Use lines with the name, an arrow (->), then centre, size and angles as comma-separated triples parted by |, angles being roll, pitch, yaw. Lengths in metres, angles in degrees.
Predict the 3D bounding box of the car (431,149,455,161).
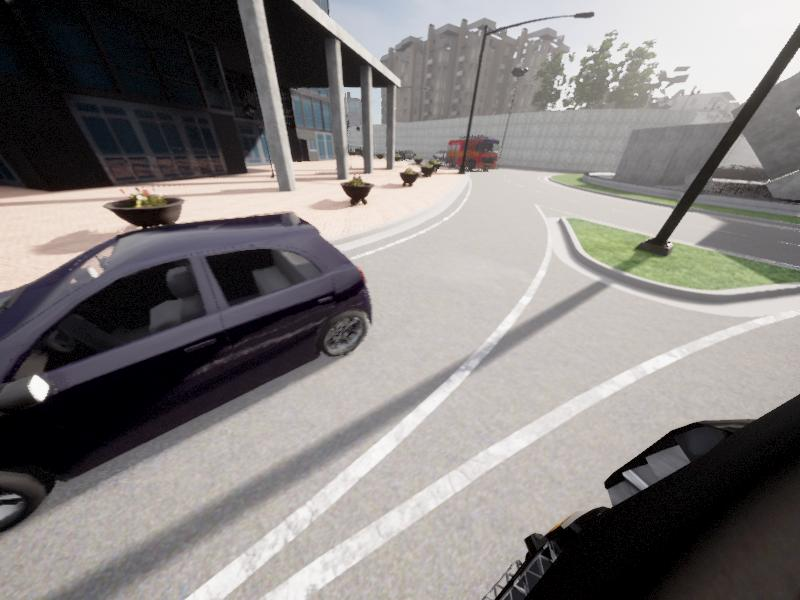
car -> 10.299, -35.071, 55.889 | 2.150, 2.045, 5.566 | -18, 39, -28

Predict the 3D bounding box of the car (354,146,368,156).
car -> -10.282, -39.212, 60.720 | 1.905, 1.878, 3.866 | -17, 39, -28

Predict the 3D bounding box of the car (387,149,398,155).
car -> -2.524, -46.472, 72.570 | 1.789, 1.549, 3.705 | -17, 39, -28

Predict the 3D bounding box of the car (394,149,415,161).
car -> 0.778, -29.147, 46.363 | 1.932, 1.855, 4.605 | -18, 38, -28

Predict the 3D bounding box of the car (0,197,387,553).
car -> -2.134, 0.131, 2.217 | 3.633, 1.501, 1.845 | -24, 42, -34

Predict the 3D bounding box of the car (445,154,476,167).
car -> 10.064, -23.507, 38.821 | 1.801, 1.575, 5.366 | -13, 37, -23

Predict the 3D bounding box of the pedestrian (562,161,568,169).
pedestrian -> 30.285, -24.830, 42.489 | 0.500, 1.100, 0.500 | 23, 38, 27

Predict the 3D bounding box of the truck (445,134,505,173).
truck -> 9.632, -19.950, 31.379 | 2.891, 3.827, 8.468 | -8, 35, -17

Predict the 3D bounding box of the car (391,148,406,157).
car -> -0.407, -41.045, 64.322 | 2.097, 1.767, 4.553 | -17, 39, -28

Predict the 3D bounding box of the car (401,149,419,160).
car -> 2.070, -31.624, 50.191 | 1.905, 1.878, 3.866 | -17, 39, -28

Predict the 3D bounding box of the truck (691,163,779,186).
truck -> 44.056, -16.774, 30.785 | 2.390, 2.098, 6.274 | -26, 43, -36
